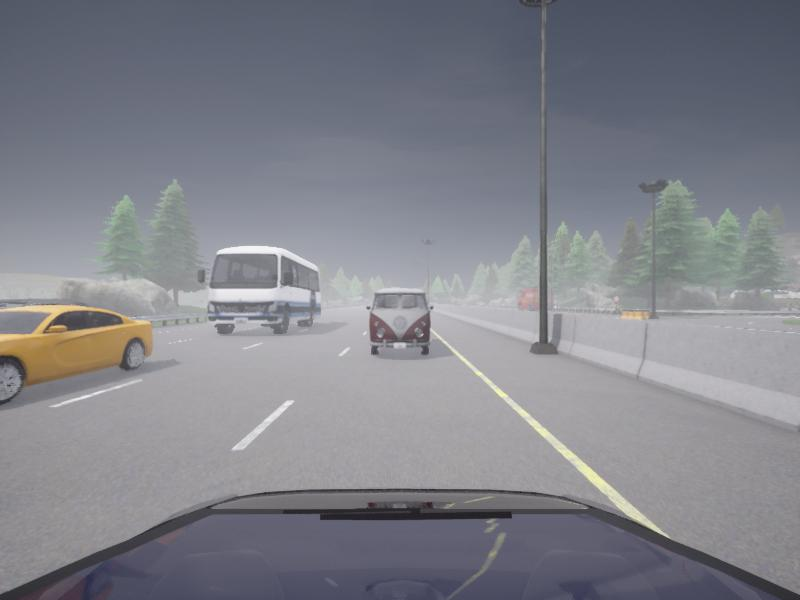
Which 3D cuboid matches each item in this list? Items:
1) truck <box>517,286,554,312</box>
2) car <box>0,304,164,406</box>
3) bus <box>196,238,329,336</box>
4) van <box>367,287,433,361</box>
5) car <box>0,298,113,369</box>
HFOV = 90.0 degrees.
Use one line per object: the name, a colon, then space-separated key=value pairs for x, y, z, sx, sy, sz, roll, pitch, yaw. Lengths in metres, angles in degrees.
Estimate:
truck: x=20.965 y=-0.102 z=62.447 sx=2.891 sy=3.827 sz=8.468 roll=0 pitch=0 yaw=1
car: x=-7.000 y=0.853 z=7.754 sx=1.882 sy=1.535 sz=5.008 roll=0 pitch=0 yaw=0
bus: x=-6.884 y=-0.444 z=22.512 sx=3.944 sy=4.253 sz=10.273 roll=0 pitch=-1 yaw=0
van: x=-0.001 y=0.647 z=12.837 sx=1.775 sy=1.987 sz=4.442 roll=0 pitch=0 yaw=0
car: x=-10.503 y=0.798 z=10.767 sx=2.242 sy=1.667 sz=4.611 roll=0 pitch=0 yaw=0
